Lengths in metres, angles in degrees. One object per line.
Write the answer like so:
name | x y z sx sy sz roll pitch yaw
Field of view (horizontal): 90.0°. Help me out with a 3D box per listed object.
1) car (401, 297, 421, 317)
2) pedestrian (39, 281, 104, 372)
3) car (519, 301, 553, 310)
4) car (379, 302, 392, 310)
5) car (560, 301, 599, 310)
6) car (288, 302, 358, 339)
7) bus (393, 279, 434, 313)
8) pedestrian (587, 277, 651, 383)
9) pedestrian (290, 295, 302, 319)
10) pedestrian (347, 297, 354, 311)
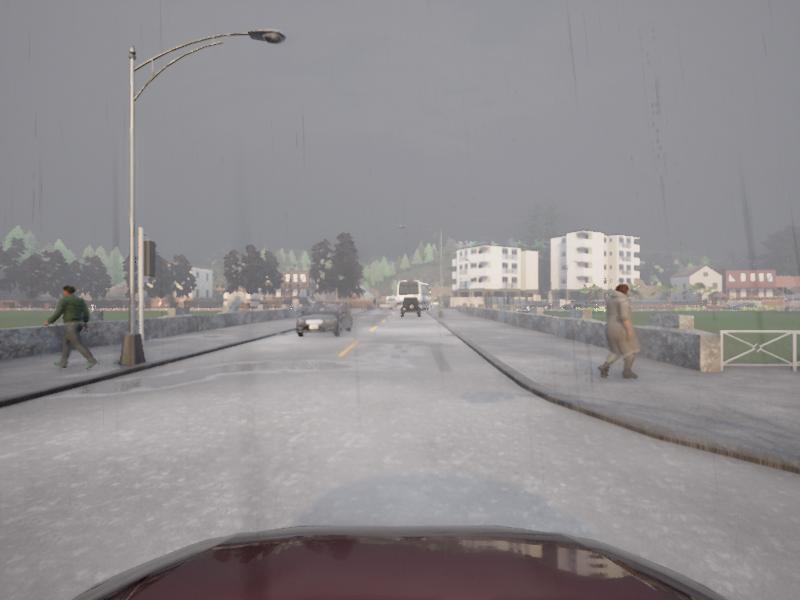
car | 1.056 0.653 39.497 1.905 1.878 3.866 0 0 1
pedestrian | -6.988 0.534 8.540 0.751 1.860 0.751 0 0 3
car | 21.879 0.853 64.615 4.892 1.490 1.837 0 0 3
car | -2.285 0.952 64.494 1.895 1.301 4.718 0 0 2
car | 28.889 0.904 64.543 5.357 1.411 2.033 0 0 2
car | -3.405 0.839 18.753 2.128 1.511 4.902 0 0 3
bus | 2.181 -0.521 57.578 3.944 4.253 10.273 -2 0 13
pedestrian | 4.062 0.526 7.465 0.751 1.860 0.751 0 0 -10
pedestrian | -8.311 0.537 31.901 0.751 1.860 0.751 0 0 0
pedestrian | -6.706 0.540 54.442 0.751 1.860 0.751 0 0 18
